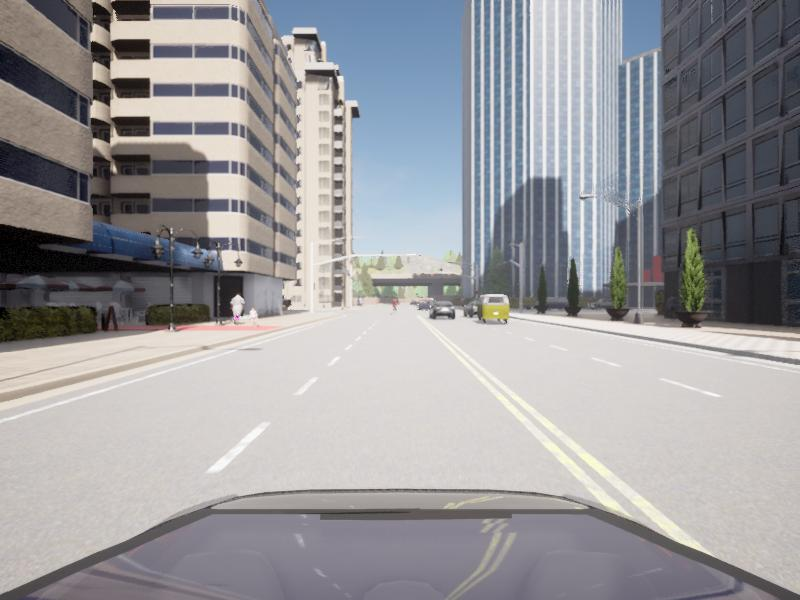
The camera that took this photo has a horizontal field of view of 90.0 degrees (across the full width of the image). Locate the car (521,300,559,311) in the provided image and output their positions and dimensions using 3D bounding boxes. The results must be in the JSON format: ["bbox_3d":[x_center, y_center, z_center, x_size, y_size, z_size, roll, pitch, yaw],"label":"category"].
[{"bbox_3d":[21.818,0.793,62.262,5.238,1.638,1.930,0,0,0],"label":"car"}]

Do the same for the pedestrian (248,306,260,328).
[{"bbox_3d":[-7.629,0.872,20.899,0.500,1.100,0.500,0,0,-14],"label":"pedestrian"}]

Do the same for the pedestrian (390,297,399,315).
[{"bbox_3d":[-0.552,0.652,41.913,0.751,1.860,0.751,0,0,-19],"label":"pedestrian"}]

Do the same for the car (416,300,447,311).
[{"bbox_3d":[4.699,0.777,60.316,2.242,1.667,4.611,0,0,-37],"label":"car"}]

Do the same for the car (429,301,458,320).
[{"bbox_3d":[3.565,0.840,33.733,2.007,1.525,4.514,0,0,0],"label":"car"}]

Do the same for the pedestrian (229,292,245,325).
[{"bbox_3d":[-9.593,0.493,23.556,0.751,1.860,0.751,0,0,-11],"label":"pedestrian"}]

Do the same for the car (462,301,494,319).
[{"bbox_3d":[7.071,0.841,36.703,2.007,1.525,4.514,0,0,0],"label":"car"}]

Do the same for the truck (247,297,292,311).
[{"bbox_3d":[-20.093,0.562,61.781,6.274,2.098,2.390,0,0,0],"label":"truck"}]

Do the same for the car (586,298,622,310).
[{"bbox_3d":[31.768,0.673,62.347,4.605,1.855,1.932,0,0,0],"label":"car"}]

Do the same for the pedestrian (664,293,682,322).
[{"bbox_3d":[18.073,0.477,26.486,0.751,1.860,0.751,0,0,15],"label":"pedestrian"}]

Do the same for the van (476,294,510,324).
[{"bbox_3d":[6.635,0.609,28.936,1.775,1.987,4.442,0,0,5],"label":"van"}]

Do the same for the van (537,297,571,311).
[{"bbox_3d":[22.584,0.619,58.769,4.442,1.987,1.775,0,0,0],"label":"van"}]
